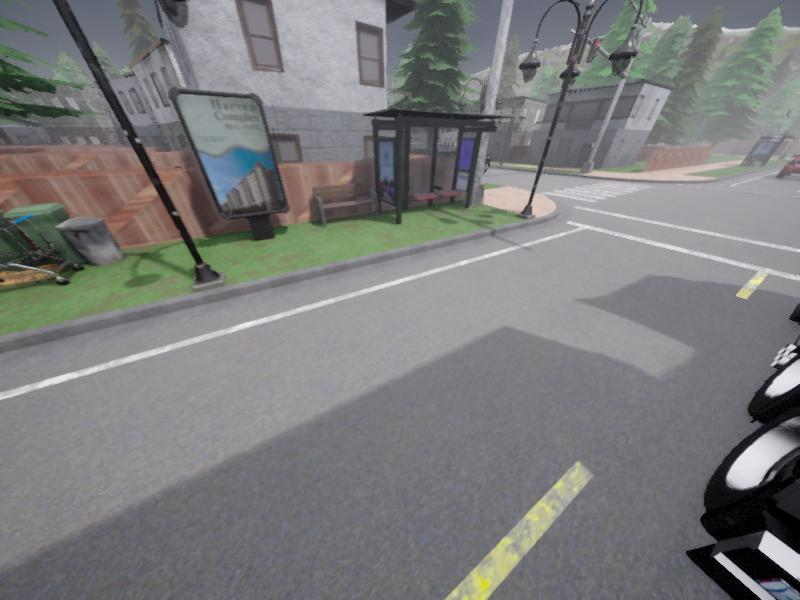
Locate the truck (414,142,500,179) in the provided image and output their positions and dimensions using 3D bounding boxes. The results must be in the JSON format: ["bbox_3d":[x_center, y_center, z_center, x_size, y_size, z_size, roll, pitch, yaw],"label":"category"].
[{"bbox_3d":[4.143,-11.241,18.314,2.390,2.098,6.274,-24,42,-31],"label":"truck"}]

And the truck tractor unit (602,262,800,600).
[{"bbox_3d":[5.108,-0.304,0.785,6.516,4.208,3.053,-18,39,-24],"label":"truck tractor unit"}]

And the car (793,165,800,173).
[{"bbox_3d":[37.392,-12.023,20.379,4.181,1.385,1.994,-18,39,-24],"label":"car"}]

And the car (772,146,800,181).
[{"bbox_3d":[30.478,-10.034,16.873,5.566,2.045,2.150,-18,39,-24],"label":"car"}]
